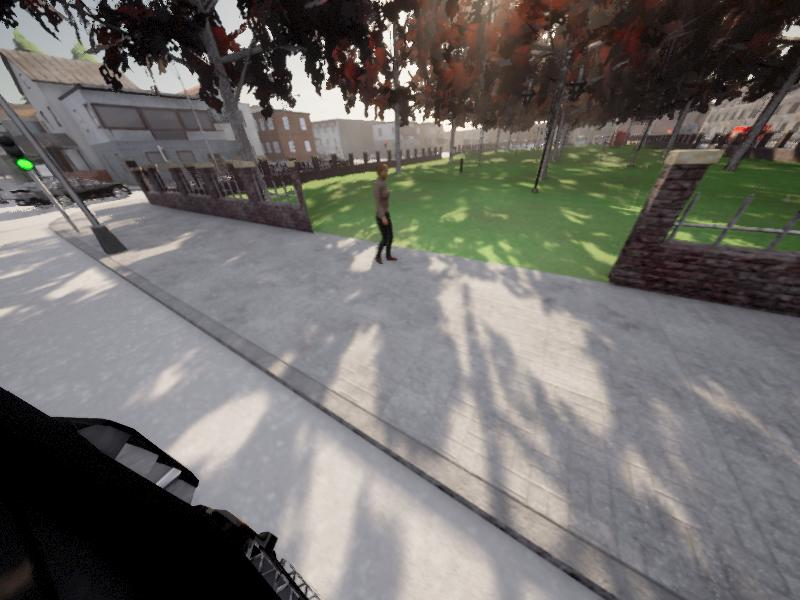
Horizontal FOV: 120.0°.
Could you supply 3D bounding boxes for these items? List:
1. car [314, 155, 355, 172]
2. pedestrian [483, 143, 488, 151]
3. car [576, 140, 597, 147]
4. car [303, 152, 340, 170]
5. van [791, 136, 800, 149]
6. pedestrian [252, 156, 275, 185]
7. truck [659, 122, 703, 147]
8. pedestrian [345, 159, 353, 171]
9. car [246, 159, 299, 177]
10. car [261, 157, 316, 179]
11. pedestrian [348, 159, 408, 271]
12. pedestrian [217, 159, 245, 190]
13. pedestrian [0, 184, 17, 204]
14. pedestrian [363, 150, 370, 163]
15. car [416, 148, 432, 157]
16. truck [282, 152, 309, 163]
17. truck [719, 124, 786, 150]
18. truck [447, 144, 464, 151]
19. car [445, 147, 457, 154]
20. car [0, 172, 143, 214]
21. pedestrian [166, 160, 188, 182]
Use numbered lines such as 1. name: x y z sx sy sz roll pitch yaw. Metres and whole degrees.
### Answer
1. car: -8.301 -17.684 29.848 2.128 1.511 4.902 15 37 25
2. pedestrian: 25.325 -45.420 68.455 0.751 1.860 0.751 -22 38 -26
3. car: 60.794 -51.252 75.593 5.027 1.651 2.152 16 38 27
4. car: -10.928 -19.562 32.546 1.932 1.855 4.605 18 39 29
5. van: 46.619 -17.775 25.308 1.775 1.987 4.442 16 38 27
6. pedestrian: -10.677 -10.160 18.158 0.751 1.860 0.751 17 38 27
7. truck: 59.740 -35.329 49.446 2.891 3.827 8.468 16 38 27
8. pedestrian: -5.812 -15.406 26.365 0.500 1.100 0.500 -23 39 -28
9. car: -15.011 -15.817 27.556 2.128 1.511 4.902 16 38 27
10. car: -11.880 -14.369 25.029 2.033 1.649 4.856 15 38 25
11. pedestrian: -0.338 -1.605 4.476 0.751 1.860 0.751 9 35 17
12. pedestrian: -12.042 -8.978 16.484 0.751 1.860 0.751 18 39 28
13. pedestrian: -28.122 -7.484 16.172 0.751 1.300 0.751 16 38 27
14. pedestrian: -5.800 -25.064 40.403 0.751 1.860 0.751 22 41 32
15. car: 5.940 -35.881 56.160 1.837 1.490 4.892 16 38 27
16. truck: -25.646 -35.034 56.780 6.274 2.098 2.390 17 38 27
17. truck: 45.478 -21.201 30.071 2.627 2.467 5.204 17 40 27
18. truck: 22.952 -62.769 95.168 6.274 2.098 2.390 17 38 27
19. car: 15.294 -44.643 69.067 1.812 1.442 4.674 17 38 27
20. car: -19.745 -6.682 14.168 2.128 1.511 4.902 2 34 9
21. pedestrian: -22.872 -13.239 23.720 0.751 1.860 0.751 16 38 26
